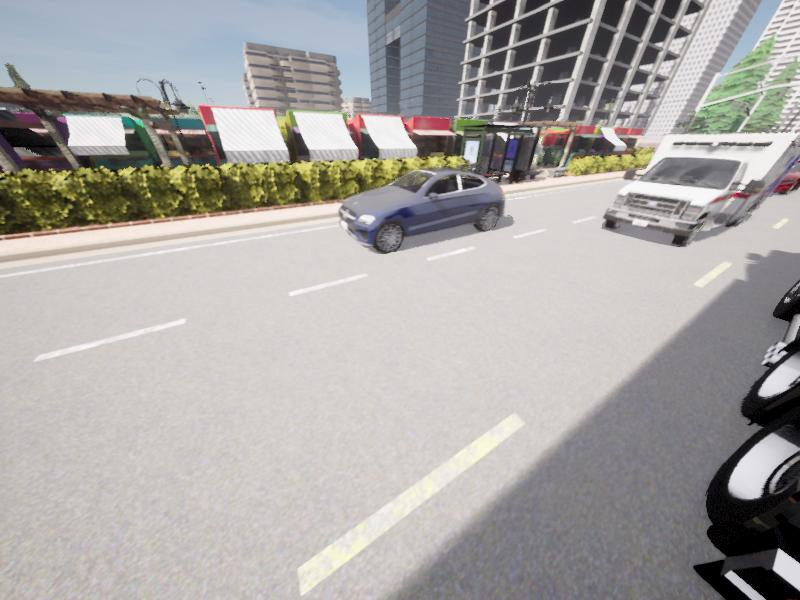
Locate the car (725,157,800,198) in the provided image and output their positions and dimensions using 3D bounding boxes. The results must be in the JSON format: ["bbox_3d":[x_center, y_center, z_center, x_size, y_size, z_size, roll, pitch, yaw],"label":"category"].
[{"bbox_3d":[20.462,-6.803,12.595,5.008,1.535,1.882,-18,39,-24],"label":"car"}]

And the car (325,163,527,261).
[{"bbox_3d":[0.801,-2.805,6.621,5.027,1.651,2.152,-18,39,-24],"label":"car"}]

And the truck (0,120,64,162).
[{"bbox_3d":[-47.628,-19.716,28.612,2.891,3.827,8.468,-17,39,-24],"label":"truck"}]

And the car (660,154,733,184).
[{"bbox_3d":[20.171,-9.007,15.767,3.633,1.501,1.845,-18,39,-24],"label":"car"}]

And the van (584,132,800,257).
[{"bbox_3d":[9.114,-3.513,6.998,6.366,2.431,2.351,-18,39,-24],"label":"van"}]

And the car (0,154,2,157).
[{"bbox_3d":[-56.470,-19.654,30.534,1.812,1.442,4.674,-17,38,-23],"label":"car"}]

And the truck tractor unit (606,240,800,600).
[{"bbox_3d":[5.067,-0.344,0.835,6.516,4.208,3.053,-20,40,-26],"label":"truck tractor unit"}]

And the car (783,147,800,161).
[{"bbox_3d":[60.091,-21.865,34.559,5.008,1.535,1.882,-18,39,-24],"label":"car"}]
